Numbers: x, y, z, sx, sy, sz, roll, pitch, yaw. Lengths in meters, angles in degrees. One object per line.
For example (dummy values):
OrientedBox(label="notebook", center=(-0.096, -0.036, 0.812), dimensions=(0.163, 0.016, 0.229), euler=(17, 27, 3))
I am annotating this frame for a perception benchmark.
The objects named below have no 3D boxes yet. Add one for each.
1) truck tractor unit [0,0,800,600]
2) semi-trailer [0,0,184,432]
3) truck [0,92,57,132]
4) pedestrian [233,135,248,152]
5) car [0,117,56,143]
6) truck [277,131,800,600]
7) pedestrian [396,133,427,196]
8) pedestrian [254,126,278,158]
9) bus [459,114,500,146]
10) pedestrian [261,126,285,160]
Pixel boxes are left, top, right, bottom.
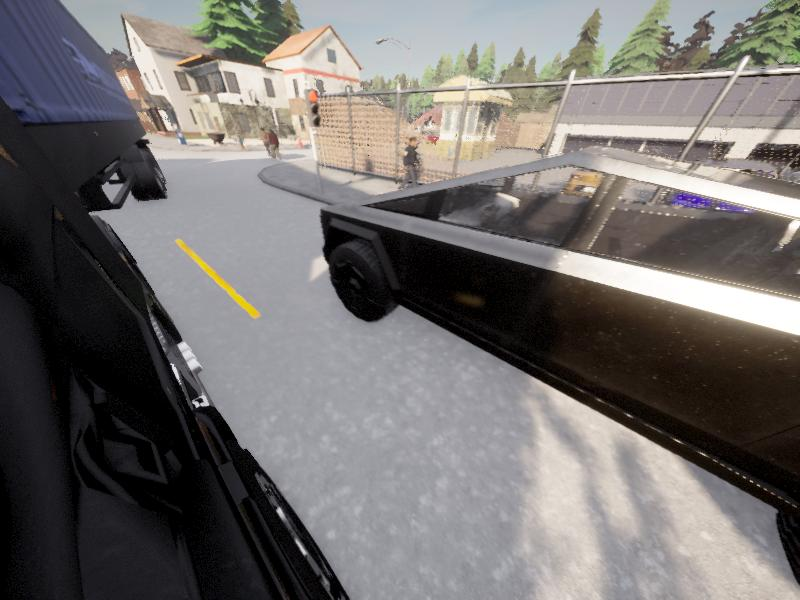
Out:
OrientedBox(label="truck tractor unit", center=(-2.645, -0.295, 0.352), dimensions=(6.516, 4.208, 3.053), euler=(28, 44, 30))
OrientedBox(label="semi-trailer", center=(-7.855, -4.074, 4.908), dimensions=(2.717, 4.402, 14.254), euler=(-25, 45, -31))
OrientedBox(label="truck", center=(-50.063, -25.130, 31.001), dimensions=(8.468, 3.827, 2.891), euler=(28, 44, 30))
OrientedBox(label="pedestrian", center=(-13.273, -13.030, 19.218), dimensions=(0.500, 1.100, 0.500), euler=(7, 37, 6))
OrientedBox(label="car", center=(-32.897, -15.122, 20.489), dimensions=(5.238, 1.638, 1.930), euler=(27, 43, 29))
OrientedBox(label="truck", center=(1.842, -0.194, 2.243), dimensions=(6.274, 2.098, 2.390), euler=(28, 44, 30))
OrientedBox(label="pedestrian", center=(0.378, -4.892, 8.397), dimensions=(0.751, 1.860, 0.751), euler=(21, 41, 23))
OrientedBox(label="pedestrian", center=(-9.476, -11.205, 16.402), dimensions=(0.751, 1.860, 0.751), euler=(29, 44, 31))
OrientedBox(label="bus", center=(14.272, -31.360, 42.635), dimensions=(3.944, 4.253, 10.273), euler=(2, 37, 0))
OrientedBox(label="pedestrian", center=(-8.678, -10.752, 15.845), dimensions=(0.751, 1.860, 0.751), euler=(28, 44, 30))
